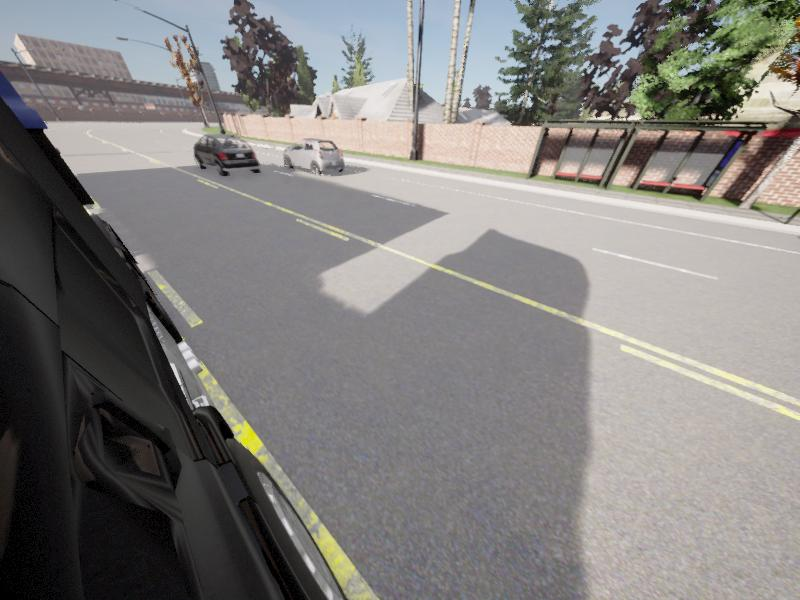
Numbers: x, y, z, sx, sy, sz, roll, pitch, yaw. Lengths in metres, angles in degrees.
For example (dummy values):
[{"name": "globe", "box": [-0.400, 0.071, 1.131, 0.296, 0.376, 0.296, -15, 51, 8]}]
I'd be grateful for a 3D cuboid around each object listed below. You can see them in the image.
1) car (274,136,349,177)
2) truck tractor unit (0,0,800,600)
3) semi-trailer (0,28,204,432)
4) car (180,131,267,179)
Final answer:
[{"name": "car", "box": [-4.810, -7.913, 12.588, 3.633, 1.501, 1.845, 27, 43, 28]}, {"name": "truck tractor unit", "box": [-2.645, -0.295, 0.351, 6.516, 4.208, 3.053, 28, 44, 30]}, {"name": "semi-trailer", "box": [-8.819, -3.534, 4.084, 14.254, 4.402, 2.717, 27, 43, 28]}, {"name": "car", "box": [-8.610, -7.160, 11.302, 3.705, 1.549, 1.789, 27, 43, 28]}]
